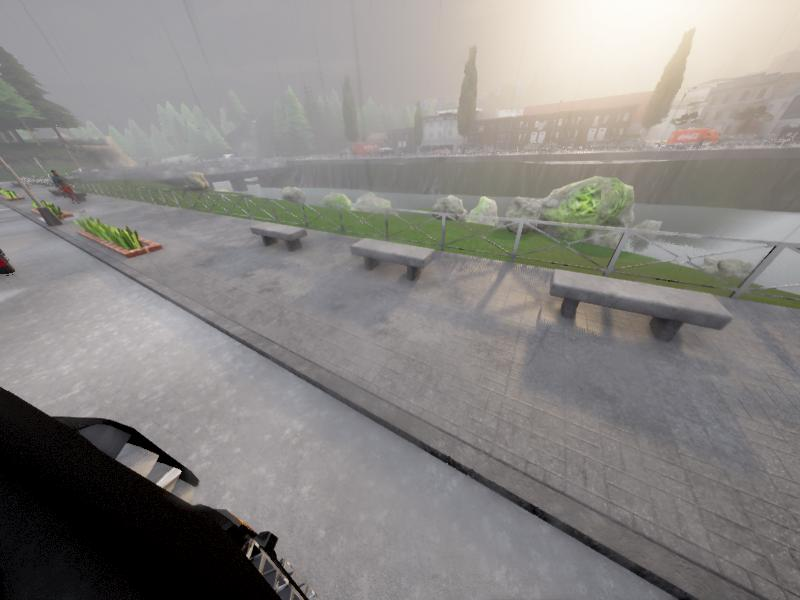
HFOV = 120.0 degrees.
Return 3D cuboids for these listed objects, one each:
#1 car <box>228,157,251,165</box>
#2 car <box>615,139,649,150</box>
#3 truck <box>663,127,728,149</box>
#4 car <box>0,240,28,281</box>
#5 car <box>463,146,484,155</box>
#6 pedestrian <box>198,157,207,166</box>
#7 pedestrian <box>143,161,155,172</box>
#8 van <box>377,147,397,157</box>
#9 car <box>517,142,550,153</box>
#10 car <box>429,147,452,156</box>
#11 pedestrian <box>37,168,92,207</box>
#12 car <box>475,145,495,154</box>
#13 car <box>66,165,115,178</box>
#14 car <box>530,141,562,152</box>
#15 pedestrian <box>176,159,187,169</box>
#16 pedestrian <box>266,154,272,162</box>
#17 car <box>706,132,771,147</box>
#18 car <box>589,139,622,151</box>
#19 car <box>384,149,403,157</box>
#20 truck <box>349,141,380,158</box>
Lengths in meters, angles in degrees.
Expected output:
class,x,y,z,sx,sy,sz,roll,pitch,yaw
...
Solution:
class,x,y,z,sx,sy,sz,roll,pitch,yaw
car,-45.303,-39.296,65.168,2.242,1.667,4.611,16,38,26
car,41.714,-28.078,41.618,3.806,1.475,1.970,17,39,28
truck,45.519,-25.019,35.839,5.204,2.467,2.627,16,38,27
car,-10.980,-1.240,5.275,3.633,1.501,1.845,16,38,26
car,16.268,-33.056,51.074,3.806,1.475,1.970,17,39,28
pedestrian,-52.226,-36.564,61.069,0.751,1.860,0.751,15,38,25
pedestrian,-50.231,-26.776,46.192,0.751,1.860,0.751,21,41,32
van,-3.395,-38.772,60.688,4.480,2.038,2.069,16,38,26
car,26.482,-30.213,45.859,5.238,1.638,1.930,18,39,28
car,10.128,-37.185,57.871,5.027,1.651,2.152,16,38,26
pedestrian,-18.755,-6.304,12.962,0.751,1.860,0.751,8,35,15
car,19.553,-34.516,53.016,3.806,1.475,1.970,16,38,26
car,-56.597,-23.630,42.398,2.038,1.542,4.974,16,38,26
car,30.128,-31.563,47.607,5.238,1.638,1.930,16,38,26
pedestrian,-46.830,-29.134,49.476,0.751,1.860,0.751,12,36,21
pedestrian,-36.029,-38.989,63.466,0.751,1.860,0.751,11,36,21
car,52.555,-25.044,36.067,5.238,1.638,1.930,18,39,27
car,36.271,-27.423,40.937,3.988,1.617,1.851,17,39,28
car,-1.740,-40.699,63.809,4.856,1.649,2.033,16,38,26
truck,-10.277,-44.040,67.506,8.468,3.827,2.891,16,38,26
